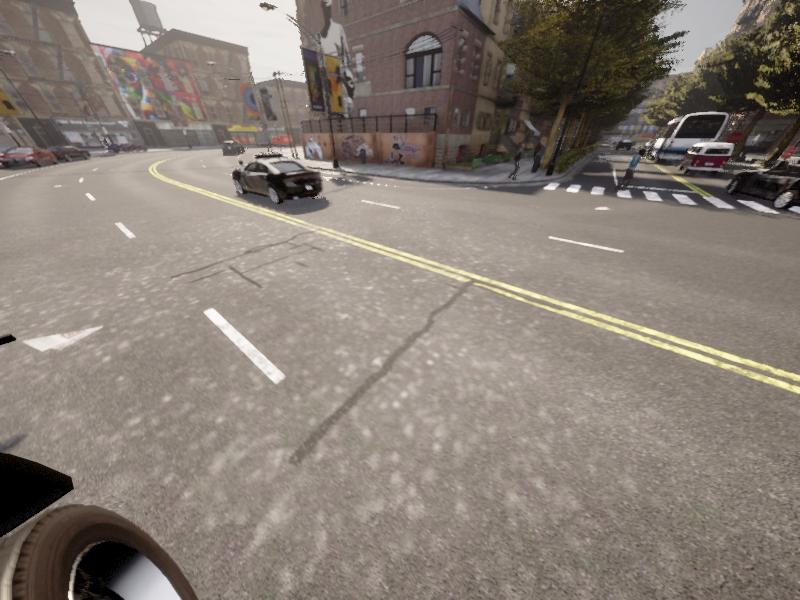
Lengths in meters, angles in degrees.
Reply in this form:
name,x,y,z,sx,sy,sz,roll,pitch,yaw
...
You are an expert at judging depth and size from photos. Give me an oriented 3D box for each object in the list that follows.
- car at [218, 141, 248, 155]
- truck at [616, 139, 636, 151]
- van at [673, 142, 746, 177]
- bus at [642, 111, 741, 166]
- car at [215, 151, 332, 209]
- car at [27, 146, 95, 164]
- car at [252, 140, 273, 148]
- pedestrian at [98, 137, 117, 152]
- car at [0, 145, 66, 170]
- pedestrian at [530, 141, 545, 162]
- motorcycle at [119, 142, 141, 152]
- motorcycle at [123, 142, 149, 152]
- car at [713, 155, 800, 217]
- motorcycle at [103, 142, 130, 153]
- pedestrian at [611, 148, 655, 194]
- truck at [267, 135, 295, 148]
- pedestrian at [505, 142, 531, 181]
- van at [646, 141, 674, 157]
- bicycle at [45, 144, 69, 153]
name,x,y,z,sx,sy,sz,roll,pitch,yaw
car,-25.265,-23.186,35.102,2.242,1.667,4.611,-9,36,-13
truck,50.965,-35.089,52.278,2.390,2.098,6.274,23,41,29
van,24.183,-11.274,18.337,2.069,2.038,4.480,24,42,29
bus,31.660,-18.009,26.024,3.944,4.253,10.273,24,41,29
car,-5.591,-5.442,10.147,5.238,1.638,1.930,24,41,30
car,-34.680,-15.091,23.860,1.895,1.301,4.718,-14,38,-19
car,-33.376,-38.009,56.286,1.970,1.475,3.806,13,37,18
pedestrian,-43.770,-23.292,34.619,0.751,1.860,0.751,1,35,1
car,-31.763,-12.297,19.794,2.002,1.452,4.674,-20,40,-27
pedestrian,14.229,-15.364,23.892,0.751,1.860,0.751,20,40,25
motorcycle,-41.820,-23.664,35.786,1.805,1.236,0.856,-28,44,-34
motorcycle,-42.026,-24.450,36.850,2.356,1.277,0.764,-28,44,-34
car,16.239,-4.798,9.426,1.930,1.638,5.238,15,38,21
motorcycle,-42.043,-22.682,34.342,2.209,1.251,0.867,-28,44,-34
pedestrian,11.321,-6.313,11.300,0.751,1.860,0.751,22,41,28
truck,-29.022,-38.943,56.711,2.627,2.467,5.204,16,38,21
pedestrian,6.804,-7.963,13.334,0.751,1.860,0.751,21,40,27
van,39.920,-23.280,35.539,1.775,1.987,4.442,24,41,29
bicycle,-50.072,-22.154,33.744,0.373,1.024,1.643,14,36,35
